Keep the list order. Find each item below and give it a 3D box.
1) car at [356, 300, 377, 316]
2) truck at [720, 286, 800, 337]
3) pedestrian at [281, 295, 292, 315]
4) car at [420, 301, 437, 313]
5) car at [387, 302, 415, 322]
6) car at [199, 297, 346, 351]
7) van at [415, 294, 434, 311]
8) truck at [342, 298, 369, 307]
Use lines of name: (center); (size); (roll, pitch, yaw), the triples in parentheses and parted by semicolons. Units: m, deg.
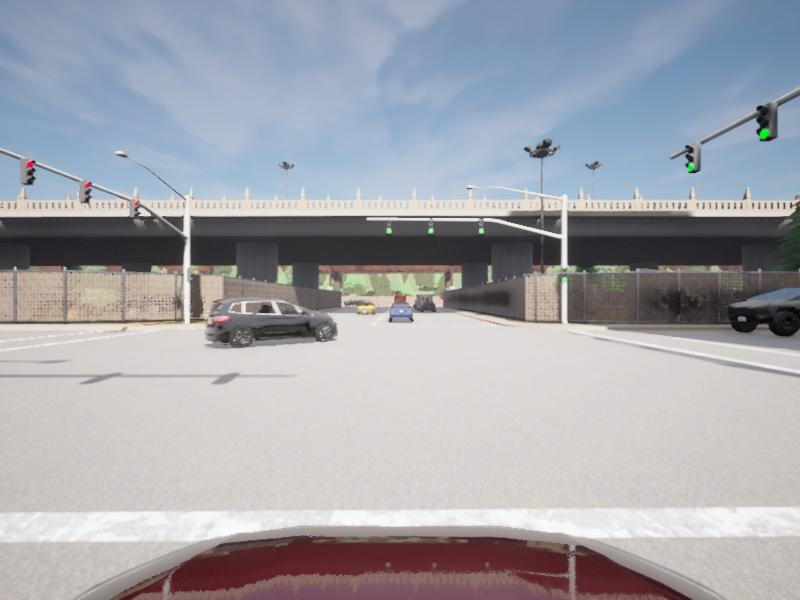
car: (-3.474, 0.802, 42.084); (1.801, 1.575, 5.366); (0, 0, 0)
truck: (18.215, 0.487, 17.678); (6.274, 2.098, 2.390); (0, 0, 0)
pedestrian: (-10.884, 0.485, 38.456); (0.751, 1.860, 0.751); (0, 0, 7)
car: (3.532, 0.844, 50.902); (1.837, 1.490, 4.892); (0, 0, 0)
car: (0.060, 0.895, 31.759); (2.033, 1.411, 5.357); (0, 0, -1)
car: (-4.555, 0.729, 14.541); (4.611, 1.667, 2.242); (0, 1, -37)
van: (3.539, 0.379, 59.393); (2.351, 2.431, 6.366); (0, 0, 0)
truck: (-10.516, 0.540, 95.230); (6.274, 2.098, 2.390); (0, 0, 0)
